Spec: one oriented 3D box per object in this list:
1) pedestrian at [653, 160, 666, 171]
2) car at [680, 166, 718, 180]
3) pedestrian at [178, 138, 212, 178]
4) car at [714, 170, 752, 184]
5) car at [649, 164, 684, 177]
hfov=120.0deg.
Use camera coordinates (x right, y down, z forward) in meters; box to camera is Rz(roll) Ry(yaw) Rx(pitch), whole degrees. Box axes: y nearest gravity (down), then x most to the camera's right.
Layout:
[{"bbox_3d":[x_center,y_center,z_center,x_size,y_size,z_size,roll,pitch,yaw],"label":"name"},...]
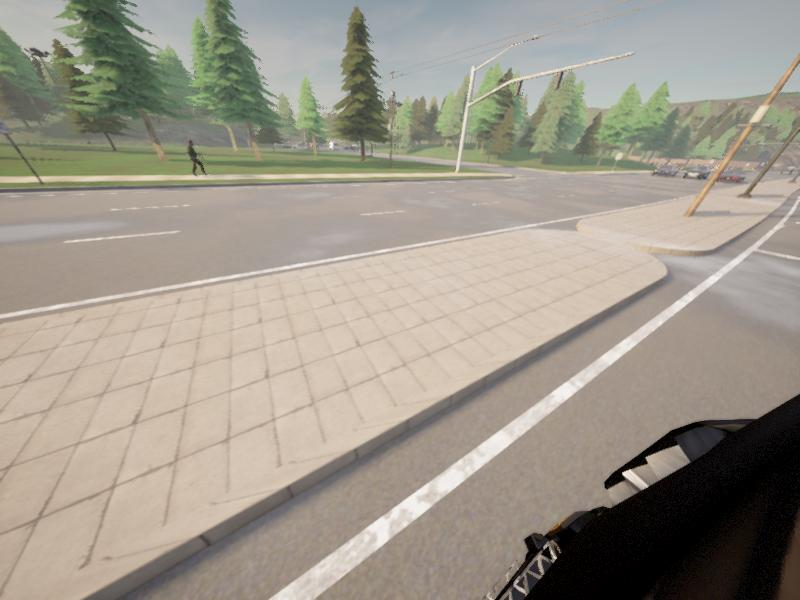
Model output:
[{"bbox_3d":[51.569,-26.642,45.888,0.751,1.860,0.751,-14,37,-24],"label":"pedestrian"},{"bbox_3d":[43.991,-18.744,33.994,4.856,1.649,2.033,-16,38,-26],"label":"car"},{"bbox_3d":[-11.719,-8.133,13.278,0.751,1.860,0.751,-15,37,-24],"label":"pedestrian"},{"bbox_3d":[44.740,-16.585,31.041,4.181,1.385,1.994,-16,38,-26],"label":"car"},{"bbox_3d":[41.781,-20.293,36.241,4.974,1.542,2.038,-16,38,-26],"label":"car"}]
